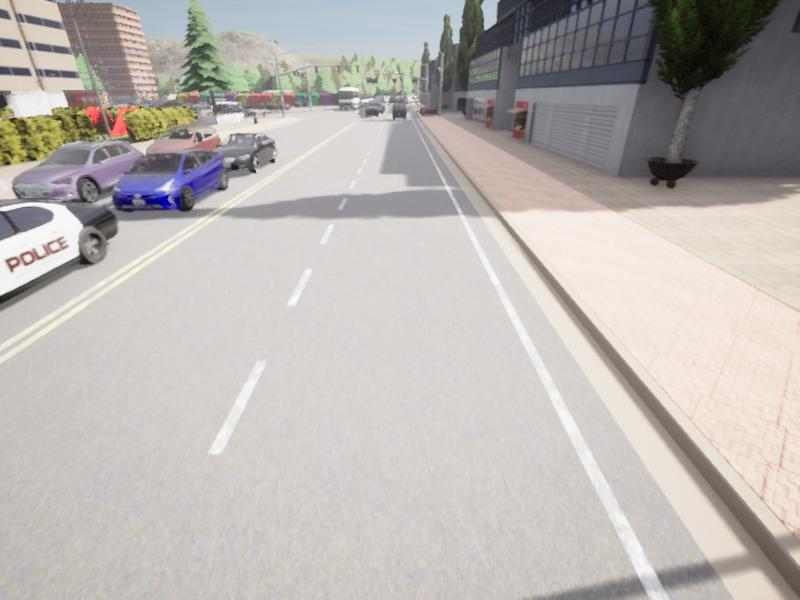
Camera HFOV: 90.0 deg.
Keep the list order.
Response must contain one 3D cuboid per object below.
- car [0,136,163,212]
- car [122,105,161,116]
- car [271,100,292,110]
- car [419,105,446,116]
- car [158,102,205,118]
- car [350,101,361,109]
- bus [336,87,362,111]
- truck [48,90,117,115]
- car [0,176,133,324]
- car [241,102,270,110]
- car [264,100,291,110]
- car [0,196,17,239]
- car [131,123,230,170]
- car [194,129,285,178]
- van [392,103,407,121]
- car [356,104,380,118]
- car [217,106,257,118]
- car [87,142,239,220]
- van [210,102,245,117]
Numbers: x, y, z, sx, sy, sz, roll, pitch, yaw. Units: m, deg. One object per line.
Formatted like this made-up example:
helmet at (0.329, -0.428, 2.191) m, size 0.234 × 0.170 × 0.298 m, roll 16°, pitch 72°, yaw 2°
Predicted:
car at (-10.531, -4.424, 13.525) m, size 2.033 × 1.649 × 4.856 m, roll 0°, pitch 27°, yaw 0°
car at (-45.192, -33.160, 69.962) m, size 5.027 × 1.651 × 2.152 m, roll 0°, pitch 27°, yaw 0°
car at (-25.095, -41.405, 84.881) m, size 3.866 × 1.878 × 1.905 m, roll 0°, pitch 27°, yaw 0°
car at (4.929, -29.043, 61.278) m, size 3.705 × 1.549 × 1.789 m, roll -4°, pitch 27°, yaw -7°
car at (-32.995, -28.735, 60.496) m, size 5.566 × 2.045 × 2.150 m, roll 0°, pitch 27°, yaw 0°
car at (-10.538, -46.094, 94.569) m, size 1.882 × 1.535 × 5.008 m, roll 0°, pitch 27°, yaw 1°
bus at (-10.659, -42.739, 85.075) m, size 3.944 × 4.253 × 10.273 m, roll 0°, pitch 27°, yaw 1°
truck at (-54.833, -34.216, 69.374) m, size 8.468 × 3.827 × 2.891 m, roll 0°, pitch 27°, yaw 0°
car at (-7.017, -0.725, 6.415) m, size 2.038 × 1.542 × 4.974 m, roll 0°, pitch 27°, yaw 0°
car at (-31.538, -42.415, 87.408) m, size 5.357 × 1.415 × 2.033 m, roll 0°, pitch 27°, yaw 0°
car at (-25.146, -40.083, 82.307) m, size 4.605 × 1.855 × 1.932 m, roll 0°, pitch 27°, yaw 0°
car at (-10.519, -1.197, 7.362) m, size 2.038 × 1.542 × 4.974 m, roll 0°, pitch 27°, yaw 0°
car at (-10.547, -7.663, 19.770) m, size 2.242 × 1.667 × 4.611 m, roll 0°, pitch 27°, yaw 0°
car at (-7.042, -6.829, 18.293) m, size 2.128 × 1.511 × 4.902 m, roll 0°, pitch 27°, yaw 0°
van at (-0.060, -24.419, 51.884) m, size 1.775 × 1.987 × 4.442 m, roll 0°, pitch 27°, yaw 1°
car at (-4.848, -28.260, 59.763) m, size 1.930 × 1.638 × 5.238 m, roll -10°, pitch 29°, yaw -19°
car at (-24.658, -28.518, 60.652) m, size 4.902 × 1.511 × 2.128 m, roll 0°, pitch 27°, yaw 0°
car at (-7.030, -3.919, 12.625) m, size 2.007 × 1.525 × 4.514 m, roll 0°, pitch 27°, yaw 0°
van at (-27.360, -30.367, 63.623) m, size 4.480 × 2.038 × 2.069 m, roll 0°, pitch 27°, yaw 0°
